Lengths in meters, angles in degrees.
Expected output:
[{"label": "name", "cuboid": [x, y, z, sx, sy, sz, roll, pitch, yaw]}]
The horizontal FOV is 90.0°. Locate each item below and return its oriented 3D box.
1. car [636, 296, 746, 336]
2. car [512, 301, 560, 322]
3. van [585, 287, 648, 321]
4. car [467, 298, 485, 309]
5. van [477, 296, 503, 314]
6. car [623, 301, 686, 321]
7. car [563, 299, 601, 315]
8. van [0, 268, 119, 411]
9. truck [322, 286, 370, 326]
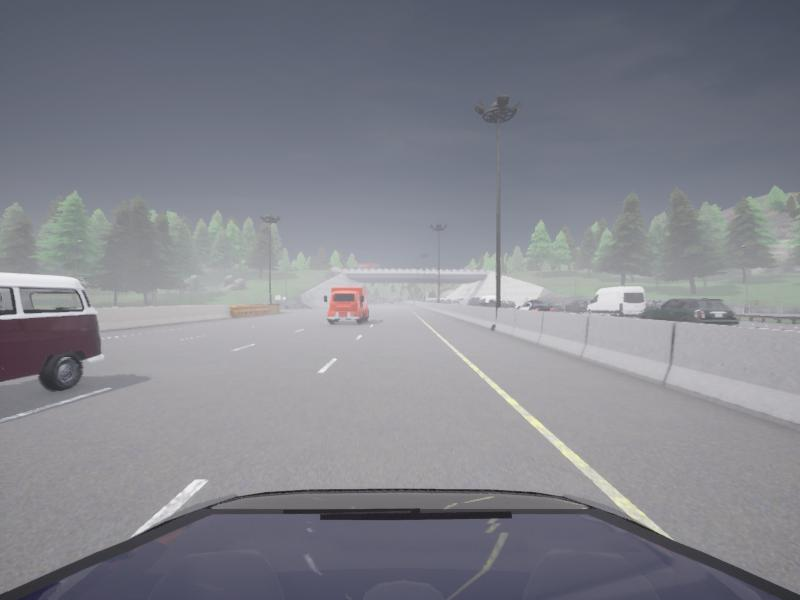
[{"label": "car", "cuboid": [14.000, 0.701, 19.694, 2.097, 1.767, 4.553, 0, 0, 0]}, {"label": "car", "cuboid": [10.499, 0.835, 31.281, 2.038, 1.542, 4.974, 0, 0, 0]}, {"label": "van", "cuboid": [17.504, 0.329, 32.753, 1.988, 2.561, 5.915, 0, -1, 0]}, {"label": "car", "cuboid": [13.999, 0.596, 73.911, 2.150, 2.045, 5.566, 0, 0, 0]}, {"label": "van", "cuboid": [10.499, 0.587, 46.830, 2.069, 2.038, 4.480, 0, 0, 0]}, {"label": "car", "cuboid": [20.999, 0.848, 33.263, 2.128, 1.511, 4.902, 0, 0, 0]}, {"label": "car", "cuboid": [20.999, 0.772, 46.372, 2.242, 1.667, 4.611, 0, 0, 0]}, {"label": "van", "cuboid": [-6.730, 0.573, 5.757, 2.069, 2.038, 4.480, 0, 0, 3]}, {"label": "truck", "cuboid": [-3.502, 0.366, 27.136, 2.627, 2.467, 5.204, 0, 0, 0]}]
